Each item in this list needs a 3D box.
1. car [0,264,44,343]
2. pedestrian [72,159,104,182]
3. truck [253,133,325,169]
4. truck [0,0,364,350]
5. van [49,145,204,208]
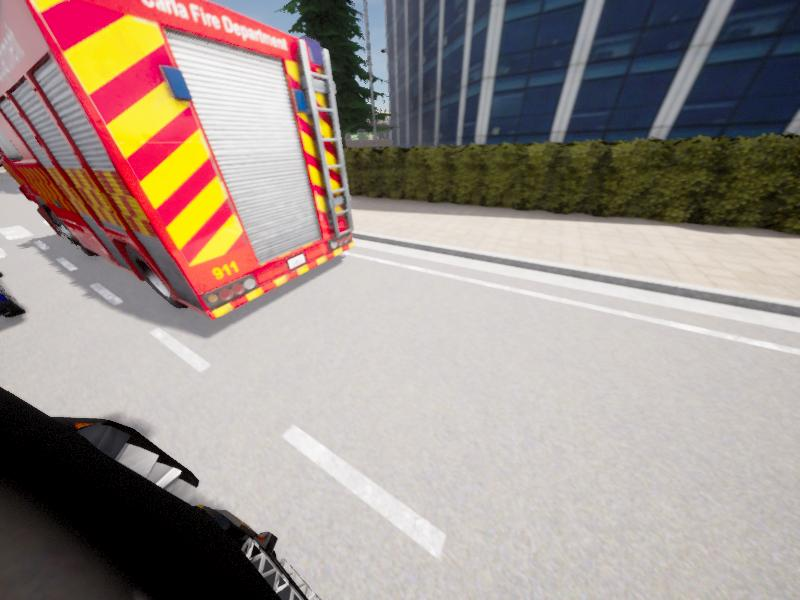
[{"bbox_3d":[-8.008,-0.248,3.528,4.718,1.301,1.895,16,38,25],"label":"car"},{"bbox_3d":[-29.231,-12.155,21.682,0.751,1.860,0.751,5,34,10],"label":"pedestrian"},{"bbox_3d":[-15.166,-21.071,32.573,2.891,3.827,8.468,16,38,25],"label":"truck"},{"bbox_3d":[-5.237,-2.728,4.785,8.468,3.827,2.891,16,38,25],"label":"truck"},{"bbox_3d":[-15.317,-7.620,13.910,2.351,2.431,6.366,-12,34,-7],"label":"van"}]
